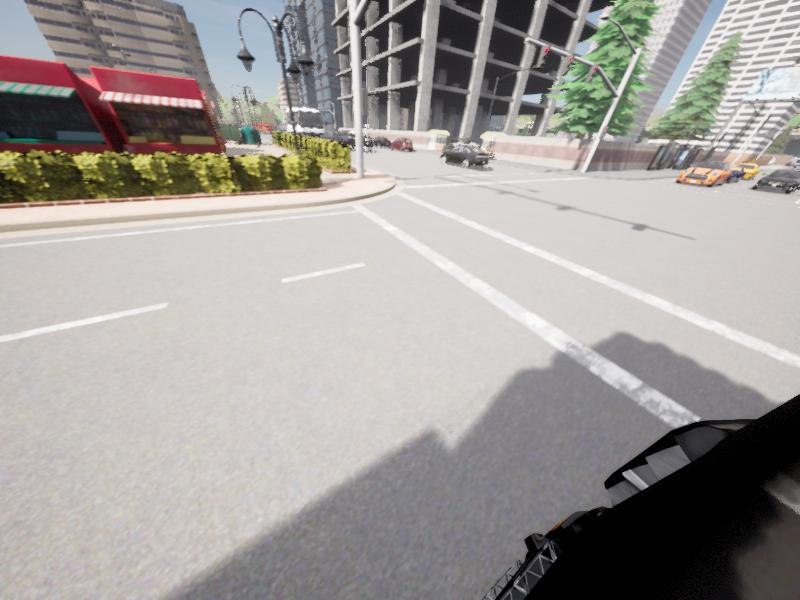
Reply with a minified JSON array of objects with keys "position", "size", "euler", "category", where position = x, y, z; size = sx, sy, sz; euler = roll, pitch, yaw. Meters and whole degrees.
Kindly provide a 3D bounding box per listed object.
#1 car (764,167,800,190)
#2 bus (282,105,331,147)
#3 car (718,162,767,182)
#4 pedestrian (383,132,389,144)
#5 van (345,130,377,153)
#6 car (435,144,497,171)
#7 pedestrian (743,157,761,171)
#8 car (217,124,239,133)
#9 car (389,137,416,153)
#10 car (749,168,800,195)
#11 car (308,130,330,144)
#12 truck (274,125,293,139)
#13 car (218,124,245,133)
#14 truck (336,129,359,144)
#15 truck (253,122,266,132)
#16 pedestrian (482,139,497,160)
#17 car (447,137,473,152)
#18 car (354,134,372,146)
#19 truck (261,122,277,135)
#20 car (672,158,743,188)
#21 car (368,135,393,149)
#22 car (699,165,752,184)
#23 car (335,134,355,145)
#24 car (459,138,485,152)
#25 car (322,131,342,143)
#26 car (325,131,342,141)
[{"position":[35.827,-11.151,21.077],"size":[4.892,1.490,1.837],"euler":[-17,41,-26],"category":"car"},{"position":[-13.963,-25.663,34.195],"size":[3.944,4.253,10.273],"euler":[-17,41,-26],"category":"bus"},{"position":[37.232,-13.970,25.071],"size":[5.008,1.535,1.882],"euler":[-17,41,-26],"category":"car"},{"position":[-2.768,-31.678,45.293],"size":[0.751,1.860,0.751],"euler":[-17,41,-26],"category":"pedestrian"},{"position":[-4.747,-19.142,27.892],"size":[2.069,2.038,4.480],"euler":[-17,41,-26],"category":"van"},{"position":[5.478,-12.357,19.881],"size":[2.128,1.511,4.902],"euler":[-16,41,-25],"category":"car"},{"position":[58.473,-22.603,38.382],"size":[0.751,1.860,0.751],"euler":[-14,40,-23],"category":"pedestrian"},{"position":[-45.743,-45.646,61.474],"size":[4.514,1.525,2.007],"euler":[-17,41,-26],"category":"car"},{"position":[0.230,-21.844,32.460],"size":[1.851,1.617,3.988],"euler":[-17,41,-26],"category":"car"},{"position":[29.626,-9.276,17.915],"size":[4.892,1.490,1.837],"euler":[-17,41,-26],"category":"car"},{"position":[-14.222,-28.642,40.550],"size":[2.152,1.651,5.027],"euler":[-17,41,-26],"category":"car"},{"position":[-24.488,-35.348,48.497],"size":[2.390,2.098,6.274],"euler":[-17,41,-26],"category":"truck"},{"position":[-43.312,-44.040,59.394],"size":[5.366,1.575,1.801],"euler":[-17,41,-26],"category":"car"},{"position":[-10.586,-33.104,46.653],"size":[2.390,2.098,6.274],"euler":[-17,41,-26],"category":"truck"},{"position":[-48.570,-59.732,79.761],"size":[2.627,2.467,5.204],"euler":[-17,41,-26],"category":"truck"},{"position":[10.174,-17.121,26.304],"size":[0.751,1.860,0.751],"euler":[-16,40,-25],"category":"pedestrian"},{"position":[10.227,-26.767,39.717],"size":[1.905,1.878,3.866],"euler":[-17,41,-26],"category":"car"},{"position":[-6.622,-28.822,41.547],"size":[1.789,1.549,3.705],"euler":[-17,41,-26],"category":"car"},{"position":[-33.929,-44.391,59.847],"size":[2.627,2.467,5.204],"euler":[-17,41,-26],"category":"truck"},{"position":[24.854,-10.333,18.689],"size":[4.553,1.767,2.097],"euler":[-17,41,-26],"category":"car"},{"position":[-3.160,-25.270,36.957],"size":[1.882,1.535,5.008],"euler":[-17,41,-26],"category":"car"},{"position":[30.866,-11.951,21.904],"size":[4.718,1.301,1.895],"euler":[-17,41,-26],"category":"car"},{"position":[-9.493,-27.685,39.870],"size":[1.994,1.385,4.181],"euler":[-17,41,-26],"category":"car"},{"position":[12.756,-27.534,41.009],"size":[1.905,1.878,3.866],"euler":[-17,41,-26],"category":"car"},{"position":[-13.189,-31.570,44.699],"size":[2.152,1.651,5.027],"euler":[-17,41,-26],"category":"car"},{"position":[-15.227,-37.648,52.916],"size":[1.930,1.638,5.238],"euler":[-17,41,-26],"category":"car"}]
